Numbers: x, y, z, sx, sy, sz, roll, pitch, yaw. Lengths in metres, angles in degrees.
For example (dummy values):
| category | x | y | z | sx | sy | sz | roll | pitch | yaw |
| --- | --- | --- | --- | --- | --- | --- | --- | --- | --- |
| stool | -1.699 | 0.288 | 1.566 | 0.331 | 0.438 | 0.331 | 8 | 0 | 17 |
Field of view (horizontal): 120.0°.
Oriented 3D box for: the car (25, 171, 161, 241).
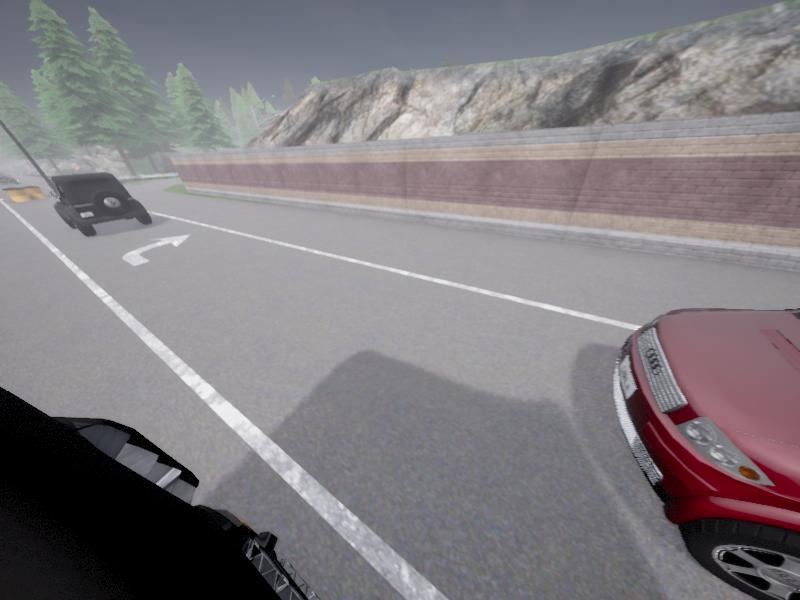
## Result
| category | x | y | z | sx | sy | sz | roll | pitch | yaw |
| --- | --- | --- | --- | --- | --- | --- | --- | --- | --- |
| car | -11.550 | -3.737 | 8.761 | 3.866 | 1.878 | 1.905 | 17 | 38 | 27 |

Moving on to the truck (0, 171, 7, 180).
| category | x | y | z | sx | sy | sz | roll | pitch | yaw |
| --- | --- | --- | --- | --- | --- | --- | --- | --- | --- |
| truck | -86.935 | -26.866 | 48.913 | 5.204 | 2.467 | 2.627 | 17 | 38 | 27 |

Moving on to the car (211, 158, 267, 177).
| category | x | y | z | sx | sy | sz | roll | pitch | yaw |
| --- | --- | --- | --- | --- | --- | --- | --- | --- | --- |
| car | -19.161 | -15.996 | 27.775 | 2.038 | 1.542 | 4.974 | 17 | 38 | 27 |

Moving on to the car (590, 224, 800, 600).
| category | x | y | z | sx | sy | sz | roll | pitch | yaw |
| --- | --- | --- | --- | --- | --- | --- | --- | --- | --- |
| car | 3.361 | 0.929 | 0.882 | 3.705 | 1.549 | 1.789 | 17 | 38 | 27 |

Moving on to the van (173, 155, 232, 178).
| category | x | y | z | sx | sy | sz | roll | pitch | yaw |
| --- | --- | --- | --- | --- | --- | --- | --- | --- | --- |
| van | -23.394 | -15.932 | 27.556 | 2.069 | 2.038 | 4.480 | 17 | 38 | 27 |

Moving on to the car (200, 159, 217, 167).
| category | x | y | z | sx | sy | sz | roll | pitch | yaw |
| --- | --- | --- | --- | --- | --- | --- | --- | --- | --- |
| car | -50.939 | -36.556 | 61.512 | 1.882 | 1.535 | 5.008 | -15 | 35 | -16 |

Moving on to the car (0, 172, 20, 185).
| category | x | y | z | sx | sy | sz | roll | pitch | yaw |
| --- | --- | --- | --- | --- | --- | --- | --- | --- | --- |
| car | -59.283 | -18.085 | 34.395 | 4.974 | 1.542 | 2.038 | 17 | 38 | 27 |
